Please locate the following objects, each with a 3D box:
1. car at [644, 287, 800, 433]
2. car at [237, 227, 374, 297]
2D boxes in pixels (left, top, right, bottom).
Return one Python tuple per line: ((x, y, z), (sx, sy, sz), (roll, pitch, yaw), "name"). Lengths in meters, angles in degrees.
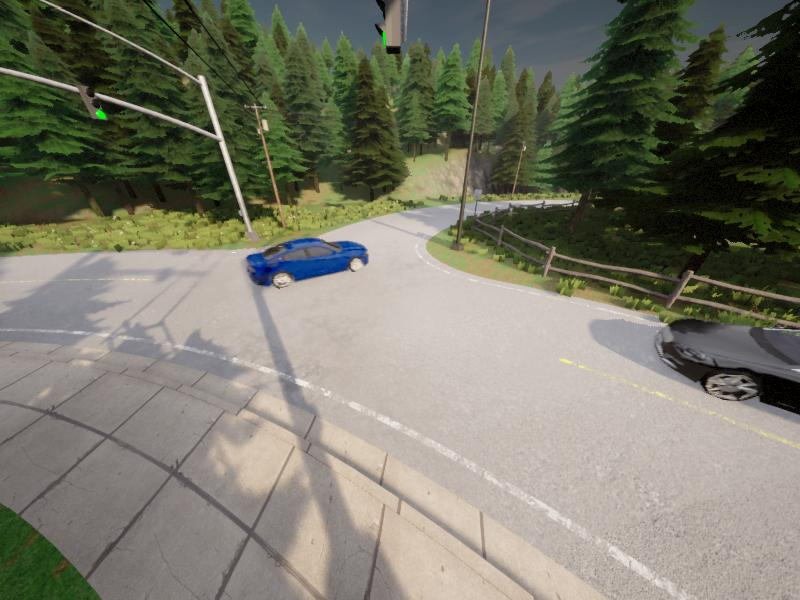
((8.289, 1.488, 4.222), (4.902, 1.511, 2.128), (21, 36, 32), "car")
((-3.849, -1.876, 10.053), (5.008, 1.535, 1.882), (-18, 36, -27), "car")
